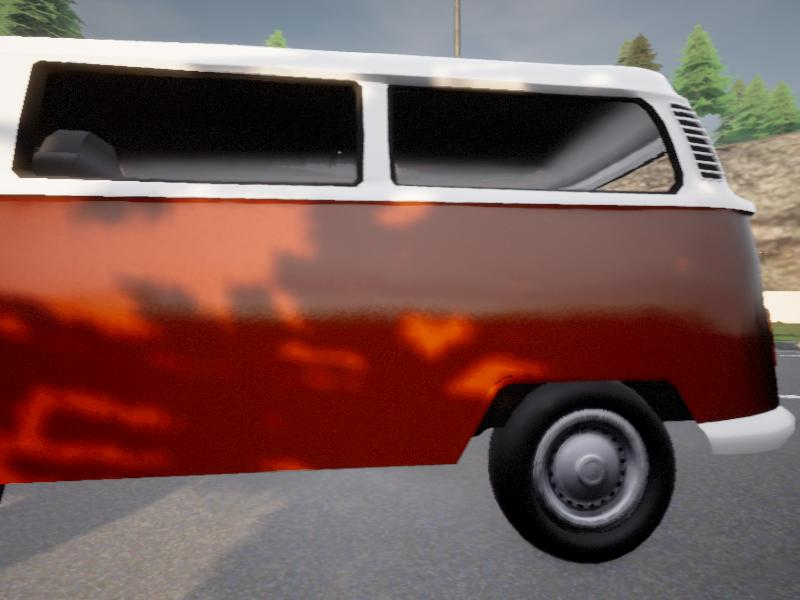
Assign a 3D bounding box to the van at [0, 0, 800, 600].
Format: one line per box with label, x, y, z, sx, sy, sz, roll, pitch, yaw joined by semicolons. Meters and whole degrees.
van;-0.656;-0.040;2.176;4.480;2.038;2.069;0;-1;-6
